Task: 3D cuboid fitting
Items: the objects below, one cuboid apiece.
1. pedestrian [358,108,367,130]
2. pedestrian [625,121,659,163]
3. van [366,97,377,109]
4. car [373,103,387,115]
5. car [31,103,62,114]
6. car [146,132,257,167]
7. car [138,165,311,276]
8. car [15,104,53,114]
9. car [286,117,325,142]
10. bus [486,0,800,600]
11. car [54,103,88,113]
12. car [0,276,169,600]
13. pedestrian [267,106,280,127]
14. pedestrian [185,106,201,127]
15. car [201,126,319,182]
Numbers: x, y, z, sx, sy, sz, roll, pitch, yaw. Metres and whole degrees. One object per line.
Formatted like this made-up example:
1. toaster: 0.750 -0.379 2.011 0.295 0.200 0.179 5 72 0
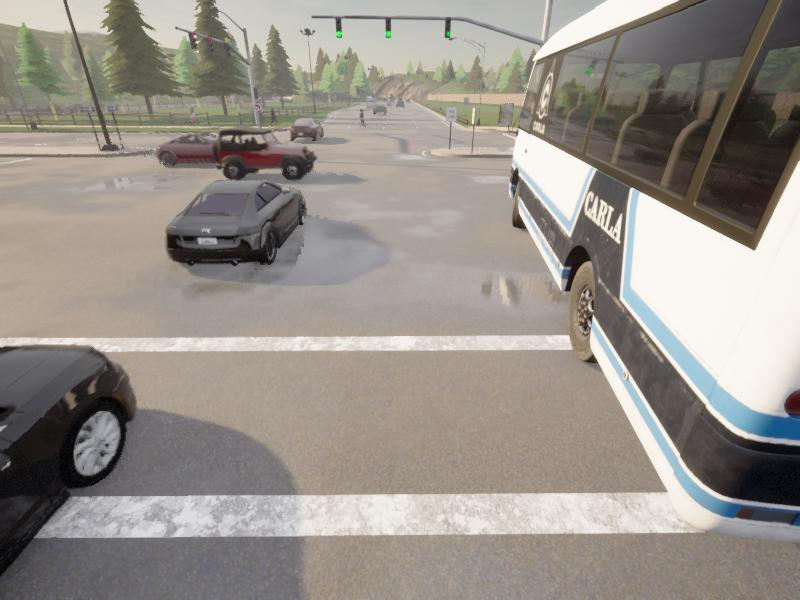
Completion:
1. pedestrian: -3.609 -17.424 38.466 0.751 1.860 0.751 2 27 3
2. pedestrian: 11.927 -7.813 19.746 0.751 1.860 0.751 0 27 0
3. van: -6.913 -48.299 98.022 2.351 2.431 6.366 0 27 0
4. car: -3.439 -33.662 70.406 2.152 1.651 5.027 0 27 0
5. car: -64.588 -35.005 73.127 1.851 1.617 3.988 0 27 0
6. car: -9.429 -7.293 19.328 4.181 1.385 1.994 0 27 1
7. car: -3.495 -2.016 9.049 1.994 1.385 4.181 0 27 0
8. car: -68.079 -35.612 74.518 2.152 1.651 5.027 0 27 0
9. car: -6.974 -12.786 29.944 1.812 1.442 4.674 0 27 -1
10. bus: 3.875 -2.099 6.054 3.944 4.253 10.273 3 27 6
11. car: -61.080 -35.736 74.422 2.033 1.649 4.856 0 27 0
12. car: -3.501 1.558 1.951 1.837 1.490 4.892 0 27 0
13. pedestrian: -12.315 -17.823 38.910 0.751 1.860 0.751 2 27 3
14. pedestrian: -20.387 -18.108 39.466 0.751 1.860 0.751 2 27 4
15. car: -5.431 -5.905 16.052 3.866 1.878 1.905 0 27 1
